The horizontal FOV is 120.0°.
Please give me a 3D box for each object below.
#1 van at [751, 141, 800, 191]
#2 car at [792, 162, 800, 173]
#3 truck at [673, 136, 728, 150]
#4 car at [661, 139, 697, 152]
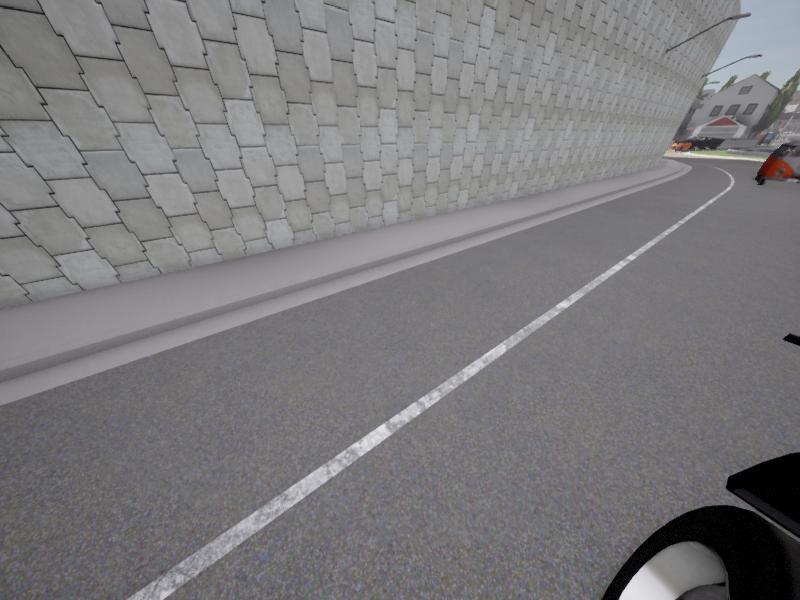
[{"bbox_3d":[20.928,-7.163,12.190,4.442,1.987,1.775,-27,43,-32],"label":"van"},{"bbox_3d":[29.618,-9.230,15.332,2.242,1.667,4.611,27,43,33],"label":"car"},{"bbox_3d":[56.978,-29.828,43.963,6.274,2.098,2.390,1,35,1],"label":"truck"},{"bbox_3d":[48.155,-26.741,39.926,4.553,1.767,2.097,-16,38,-21],"label":"car"}]
